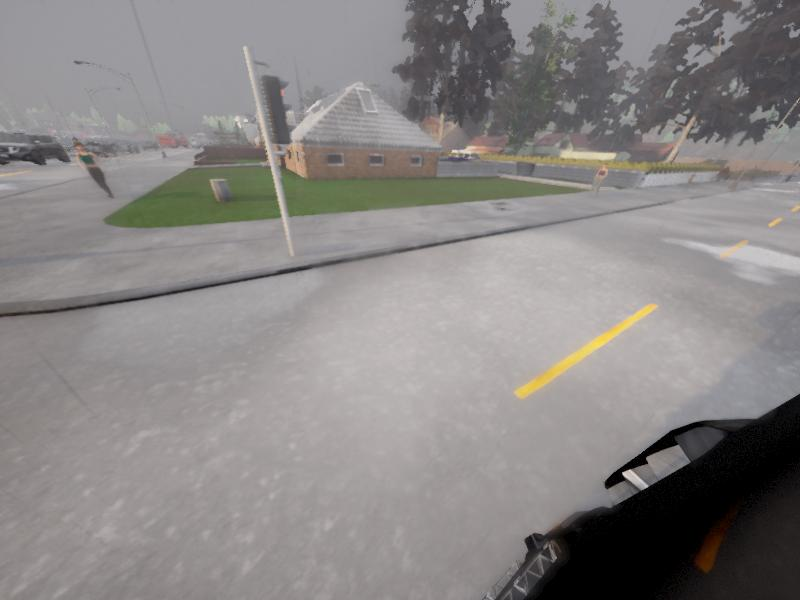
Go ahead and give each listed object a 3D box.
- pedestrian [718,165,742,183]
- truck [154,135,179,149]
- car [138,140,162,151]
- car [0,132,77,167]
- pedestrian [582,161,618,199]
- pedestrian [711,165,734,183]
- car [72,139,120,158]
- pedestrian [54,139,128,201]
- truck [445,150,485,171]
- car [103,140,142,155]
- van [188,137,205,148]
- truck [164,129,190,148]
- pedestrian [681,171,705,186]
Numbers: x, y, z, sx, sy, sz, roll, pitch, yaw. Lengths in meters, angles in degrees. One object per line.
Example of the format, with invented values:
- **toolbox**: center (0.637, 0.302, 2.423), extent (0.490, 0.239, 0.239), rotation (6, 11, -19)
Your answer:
- **pedestrian**: center (41.399, -15.828, 29.025), extent (0.751, 1.860, 0.751), rotation (18, 36, 22)
- **truck**: center (-53.557, -36.323, 53.099), extent (2.627, 2.467, 5.204), rotation (-16, 38, -26)
- **car**: center (-46.042, -28.529, 42.641), extent (1.789, 1.549, 3.705), rotation (-16, 37, -26)
- **car**: center (-28.609, -11.618, 17.744), extent (2.150, 2.045, 5.566), rotation (-15, 37, -25)
- **pedestrian**: center (11.782, -7.087, 13.665), extent (0.751, 1.860, 0.751), rotation (-15, 37, -24)
- **pedestrian**: center (38.991, -15.222, 27.934), extent (0.751, 1.860, 0.751), rotation (-14, 37, -24)
- **car**: center (-34.722, -17.424, 26.526), extent (1.851, 1.617, 3.988), rotation (-16, 38, -26)
- **pedestrian**: center (-11.082, -4.689, 8.401), extent (0.751, 1.860, 0.751), rotation (-17, 38, -28)
- **truck**: center (8.136, -17.813, 29.414), extent (2.069, 2.038, 4.478), rotation (-16, 38, -26)
- **car**: center (-39.007, -21.607, 32.640), extent (2.038, 1.542, 4.974), rotation (-16, 38, -26)
- **van**: center (-57.212, -44.293, 64.976), extent (2.351, 2.431, 6.366), rotation (-16, 38, -26)
- **truck**: center (-61.039, -44.267, 63.394), extent (2.891, 3.827, 8.468), rotation (-16, 38, -26)
- **pedestrian**: center (29.611, -12.298, 23.352), extent (0.751, 1.300, 0.751), rotation (-9, 35, -17)
